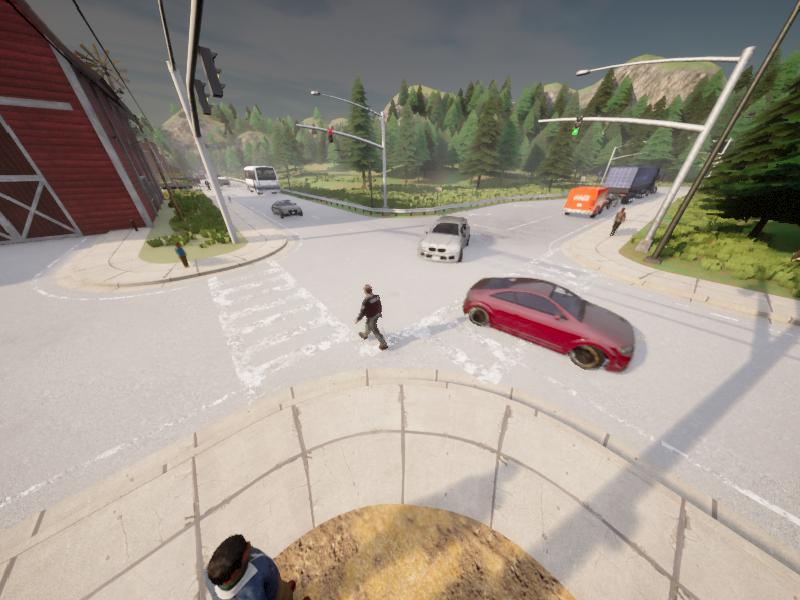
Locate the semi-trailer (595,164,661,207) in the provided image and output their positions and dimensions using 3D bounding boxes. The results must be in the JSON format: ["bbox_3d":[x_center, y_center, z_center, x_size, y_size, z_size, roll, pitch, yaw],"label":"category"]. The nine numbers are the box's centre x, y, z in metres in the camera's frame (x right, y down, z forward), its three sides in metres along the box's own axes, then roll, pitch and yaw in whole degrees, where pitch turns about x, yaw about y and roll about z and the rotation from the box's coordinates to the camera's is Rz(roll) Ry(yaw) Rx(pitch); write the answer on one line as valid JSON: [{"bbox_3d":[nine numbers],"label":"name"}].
[{"bbox_3d":[31.129,-15.800,31.242,14.254,4.402,2.717,-22,37,-34],"label":"semi-trailer"}]

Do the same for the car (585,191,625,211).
[{"bbox_3d":[23.813,-11.551,26.809,4.902,1.511,2.128,-22,37,-33],"label":"car"}]

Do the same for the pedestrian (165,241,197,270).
[{"bbox_3d":[-9.681,-1.971,10.255,0.500,1.100,0.500,9,31,15],"label":"pedestrian"}]

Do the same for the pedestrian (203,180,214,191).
[{"bbox_3d":[-35.691,-21.349,43.112,0.751,1.860,0.751,-7,31,-12],"label":"pedestrian"}]

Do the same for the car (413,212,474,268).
[{"bbox_3d":[2.560,-3.507,12.726,2.242,1.667,4.611,11,32,19],"label":"car"}]

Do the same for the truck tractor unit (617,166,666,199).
[{"bbox_3d":[37.245,-18.220,35.642,6.516,4.208,3.053,-22,37,-33],"label":"truck tractor unit"}]

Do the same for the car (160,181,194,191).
[{"bbox_3d":[-45.444,-23.247,47.133,4.792,1.488,2.163,-24,37,-35],"label":"car"}]

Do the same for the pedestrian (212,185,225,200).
[{"bbox_3d":[-24.774,-14.711,31.615,0.751,1.860,0.751,-26,39,-37],"label":"pedestrian"}]

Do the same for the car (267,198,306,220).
[{"bbox_3d":[-11.084,-8.948,22.479,1.994,1.385,4.181,-22,37,-33],"label":"car"}]

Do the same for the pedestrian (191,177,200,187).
[{"bbox_3d":[-47.534,-27.400,53.593,0.751,1.860,0.751,11,32,18],"label":"pedestrian"}]

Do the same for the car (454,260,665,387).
[{"bbox_3d":[3.983,0.266,6.504,4.181,1.385,1.994,22,36,32],"label":"car"}]

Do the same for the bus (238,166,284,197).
[{"bbox_3d":[-24.512,-20.990,40.454,3.944,4.253,10.273,-22,37,-33],"label":"bus"}]

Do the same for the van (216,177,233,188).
[{"bbox_3d":[-40.060,-26.804,52.732,2.069,2.038,4.480,-22,37,-33],"label":"van"}]

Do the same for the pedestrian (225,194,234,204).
[{"bbox_3d":[-20.959,-12.426,28.418,0.500,1.100,0.500,-23,37,-34],"label":"pedestrian"}]

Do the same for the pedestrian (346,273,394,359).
[{"bbox_3d":[-0.684,0.402,5.704,0.751,1.860,0.751,16,34,26],"label":"pedestrian"}]

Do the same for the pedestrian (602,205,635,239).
[{"bbox_3d":[13.696,-4.877,14.529,0.751,1.860,0.751,-18,34,-28],"label":"pedestrian"}]

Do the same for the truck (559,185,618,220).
[{"bbox_3d":[18.191,-9.528,22.327,5.204,2.467,2.627,-23,37,-34],"label":"truck"}]
